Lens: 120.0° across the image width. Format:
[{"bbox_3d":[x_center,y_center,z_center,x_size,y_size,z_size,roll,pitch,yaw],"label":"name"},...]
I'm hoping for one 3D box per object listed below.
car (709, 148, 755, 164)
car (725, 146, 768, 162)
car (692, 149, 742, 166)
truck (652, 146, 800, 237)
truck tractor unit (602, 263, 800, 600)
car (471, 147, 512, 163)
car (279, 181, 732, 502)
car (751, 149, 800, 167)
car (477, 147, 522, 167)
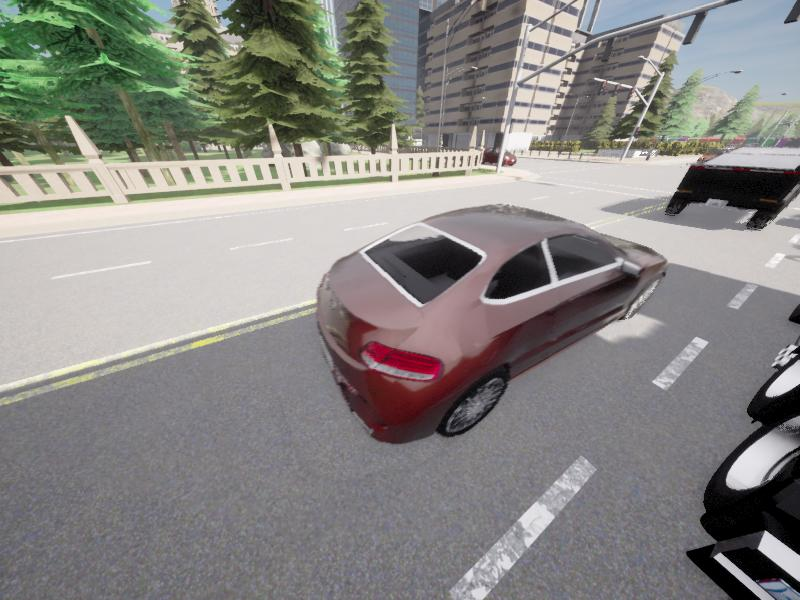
[{"bbox_3d":[41.373,-17.972,28.765,4.974,1.542,2.038,-18,39,-24],"label":"car"},{"bbox_3d":[47.398,-19.979,31.604,4.856,1.649,2.033,-18,39,-24],"label":"car"},{"bbox_3d":[35.941,-16.238,26.240,4.514,1.525,2.007,-17,38,-23],"label":"car"},{"bbox_3d":[12.375,-4.182,8.257,6.274,2.098,2.390,-19,39,-26],"label":"truck"},{"bbox_3d":[5.107,-0.305,0.784,6.516,4.208,3.053,-18,39,-24],"label":"truck tractor unit"},{"bbox_3d":[11.417,-18.379,29.219,1.812,1.442,4.674,-18,39,-24],"label":"car"},{"bbox_3d":[1.466,-0.361,3.111,5.027,1.651,2.152,-18,39,-24],"label":"car"},{"bbox_3d":[42.200,-15.934,25.842,4.974,1.542,2.038,-18,39,-24],"label":"car"},{"bbox_3d":[10.491,-15.291,24.634,1.851,1.617,3.988,-17,38,-23],"label":"car"}]
